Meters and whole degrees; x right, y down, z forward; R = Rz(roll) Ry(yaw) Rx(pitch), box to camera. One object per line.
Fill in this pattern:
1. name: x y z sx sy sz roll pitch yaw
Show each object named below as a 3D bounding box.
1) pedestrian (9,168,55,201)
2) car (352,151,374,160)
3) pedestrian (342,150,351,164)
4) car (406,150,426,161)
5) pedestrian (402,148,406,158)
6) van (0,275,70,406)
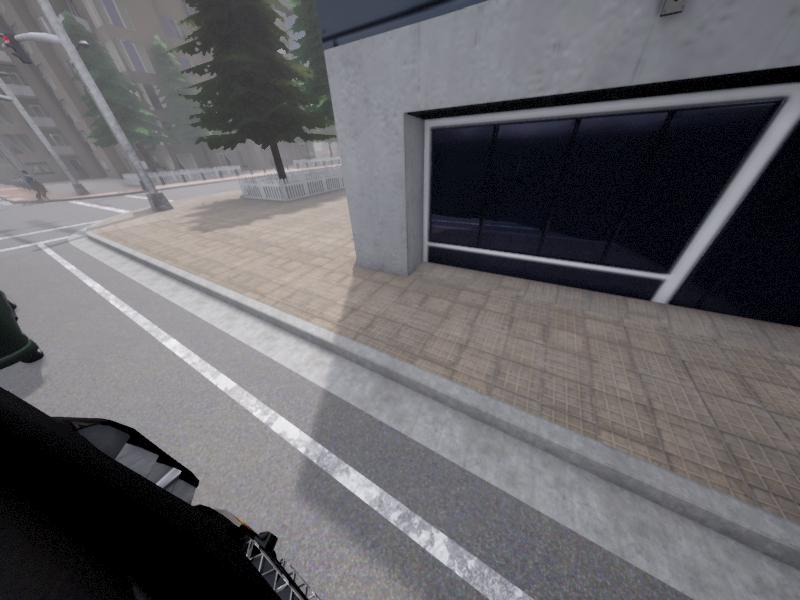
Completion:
1. pedestrian: -24.430 -7.680 15.392 0.751 1.860 0.751 25 43 36
2. car: -8.389 -32.902 52.745 4.514 1.525 2.007 15 38 25
3. pedestrian: -8.675 -23.084 37.391 0.751 1.860 0.751 18 39 29
4. car: 3.106 -26.964 42.955 1.837 1.490 4.892 15 37 24
5. pedestrian: 0.923 -34.139 53.566 0.751 1.860 0.751 9 35 17
6. van: -6.548 -0.021 2.684 4.442 1.987 1.775 16 38 26
